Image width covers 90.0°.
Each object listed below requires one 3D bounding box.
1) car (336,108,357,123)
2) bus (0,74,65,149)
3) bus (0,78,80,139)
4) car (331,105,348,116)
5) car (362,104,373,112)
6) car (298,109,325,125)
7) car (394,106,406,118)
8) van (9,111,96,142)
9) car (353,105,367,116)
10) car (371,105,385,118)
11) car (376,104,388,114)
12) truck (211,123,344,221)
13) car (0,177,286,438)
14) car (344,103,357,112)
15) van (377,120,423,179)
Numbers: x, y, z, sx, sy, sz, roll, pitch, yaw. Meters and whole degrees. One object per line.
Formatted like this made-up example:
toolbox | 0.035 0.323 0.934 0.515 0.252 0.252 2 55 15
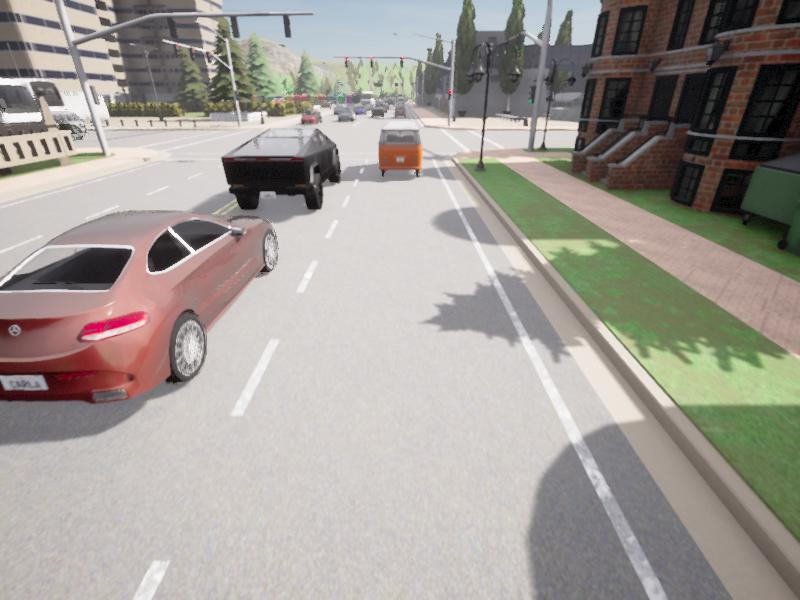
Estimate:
car | -6.956 -24.179 52.343 2.038 1.542 4.974 0 27 0
bus | -29.869 -12.641 26.831 10.273 4.253 3.944 0 27 -1
bus | -33.582 -15.728 32.885 10.273 4.253 3.944 0 27 0
car | -10.442 -32.871 69.299 2.038 1.542 4.974 0 27 0
car | -6.927 -41.246 85.843 2.128 1.511 4.902 0 27 0
car | -10.523 -21.822 47.743 2.007 1.525 4.514 1 27 2
car | 0.053 -29.345 62.394 1.789 1.549 3.705 0 27 0
van | -26.250 -13.168 30.346 4.442 1.987 1.775 0 27 0
car | -6.940 -33.157 69.999 2.007 1.525 4.514 0 27 0
car | -3.446 -30.044 63.692 1.930 1.638 5.238 0 27 0
car | -3.435 -36.978 77.256 2.033 1.649 4.856 0 27 0
truck | -3.489 -4.496 13.183 2.390 2.098 6.274 0 27 0
car | -3.495 -0.497 5.880 2.152 1.651 5.027 0 27 0
car | -10.428 -40.848 84.851 2.033 1.649 4.856 0 27 0
van | 0.015 -6.838 17.875 1.775 1.987 4.442 0 27 0
